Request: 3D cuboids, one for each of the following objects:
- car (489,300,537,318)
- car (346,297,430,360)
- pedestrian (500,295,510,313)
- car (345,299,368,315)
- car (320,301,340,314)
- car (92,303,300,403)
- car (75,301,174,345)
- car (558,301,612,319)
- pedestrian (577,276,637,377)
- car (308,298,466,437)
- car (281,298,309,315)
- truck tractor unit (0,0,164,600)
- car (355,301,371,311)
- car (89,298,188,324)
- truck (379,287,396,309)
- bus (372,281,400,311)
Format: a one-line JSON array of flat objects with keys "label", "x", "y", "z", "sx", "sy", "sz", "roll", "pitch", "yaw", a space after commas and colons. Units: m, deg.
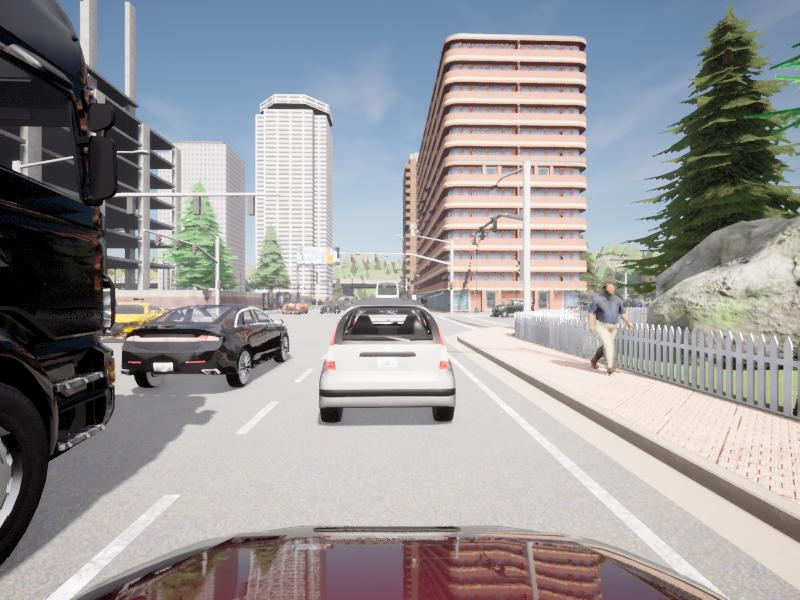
[{"label": "car", "x": 10.037, "y": 0.759, "z": 35.522, "sx": 3.705, "sy": 1.549, "sz": 1.789, "roll": 0, "pitch": 0, "yaw": -14}, {"label": "car", "x": -0.383, "y": 0.756, "z": 12.936, "sx": 2.242, "sy": 1.667, "sz": 4.611, "roll": 0, "pitch": 0, "yaw": -2}, {"label": "pedestrian", "x": 11.111, "y": 0.429, "z": 42.481, "sx": 0.751, "sy": 1.860, "sz": 0.751, "roll": 0, "pitch": 0, "yaw": -16}, {"label": "car", "x": -5.010, "y": 0.757, "z": 46.383, "sx": 2.242, "sy": 1.667, "sz": 4.611, "roll": 0, "pitch": 0, "yaw": -1}, {"label": "car", "x": -8.566, "y": 0.844, "z": 49.348, "sx": 1.837, "sy": 1.490, "sz": 4.892, "roll": 0, "pitch": 0, "yaw": -2}, {"label": "car", "x": -3.774, "y": 0.836, "z": 8.674, "sx": 2.128, "sy": 1.511, "sz": 4.902, "roll": 0, "pitch": 0, "yaw": -2}, {"label": "car", "x": -11.166, "y": 0.825, "z": 16.689, "sx": 1.882, "sy": 1.535, "sz": 5.008, "roll": 1, "pitch": 0, "yaw": -16}, {"label": "car", "x": 15.441, "y": 0.798, "z": 33.417, "sx": 3.806, "sy": 1.475, "sz": 1.970, "roll": 0, "pitch": 0, "yaw": -22}, {"label": "pedestrian", "x": 3.994, "y": 0.485, "z": 7.765, "sx": 0.751, "sy": 1.860, "sz": 0.751, "roll": 0, "pitch": 0, "yaw": -2}, {"label": "car", "x": -0.207, "y": 0.788, "z": 6.686, "sx": 1.851, "sy": 1.617, "sz": 3.988, "roll": 0, "pitch": 0, "yaw": -2}, {"label": "car", "x": -11.956, "y": 0.694, "z": 45.747, "sx": 2.097, "sy": 1.767, "sz": 4.553, "roll": 0, "pitch": 0, "yaw": -2}, {"label": "truck tractor unit", "x": -3.404, "y": -0.516, "z": 0.105, "sx": 3.053, "sy": 4.208, "sz": 6.516, "roll": 0, "pitch": 0, "yaw": -3}, {"label": "car", "x": -5.354, "y": 0.894, "z": 58.523, "sx": 2.033, "sy": 1.411, "sz": 5.357, "roll": 0, "pitch": 0, "yaw": -2}, {"label": "car", "x": -17.358, "y": 0.725, "z": 26.816, "sx": 5.238, "sy": 1.638, "sz": 1.930, "roll": 0, "pitch": 0, "yaw": -7}, {"label": "truck", "x": -2.345, "y": -0.325, "z": 74.066, "sx": 2.891, "sy": 3.827, "sz": 8.468, "roll": 0, "pitch": 0, "yaw": -2}, {"label": "bus", "x": -2.067, "y": -0.533, "z": 61.354, "sx": 3.944, "sy": 4.253, "sz": 10.273, "roll": 0, "pitch": 0, "yaw": -2}]
